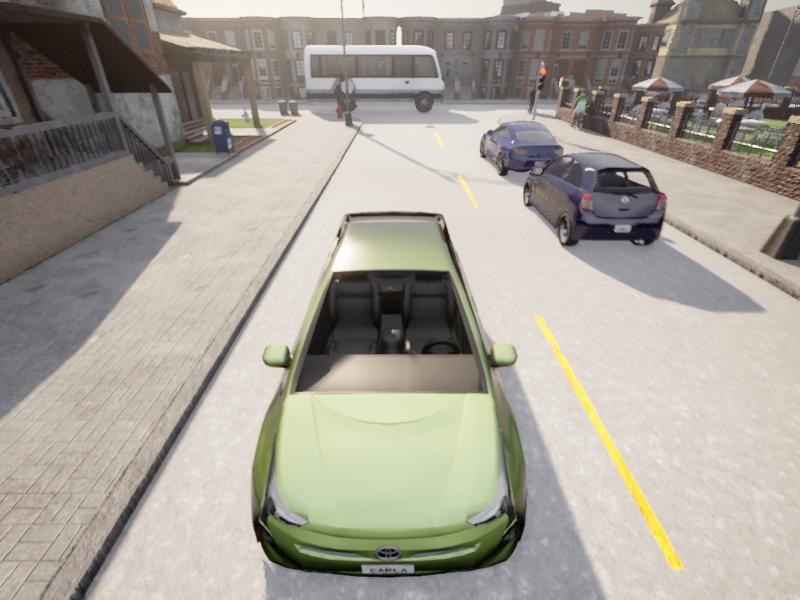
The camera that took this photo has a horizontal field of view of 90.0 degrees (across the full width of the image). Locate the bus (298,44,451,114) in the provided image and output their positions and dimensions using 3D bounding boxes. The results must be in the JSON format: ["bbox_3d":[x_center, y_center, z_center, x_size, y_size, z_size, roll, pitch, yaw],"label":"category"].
[{"bbox_3d":[-1.708,-16.351,29.661,10.273,4.253,3.944,0,30,0],"label":"bus"}]

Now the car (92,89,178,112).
[{"bbox_3d":[-19.880,-15.061,30.178,4.892,1.490,1.837,0,30,0],"label":"car"}]

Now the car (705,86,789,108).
[{"bbox_3d":[29.217,-17.212,33.831,5.008,1.535,1.882,0,30,0],"label":"car"}]

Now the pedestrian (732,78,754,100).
[{"bbox_3d":[33.262,-20.481,38.837,0.751,1.860,0.751,2,30,4],"label":"pedestrian"}]

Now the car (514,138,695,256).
[{"bbox_3d":[3.916,-2.375,8.519,1.845,1.501,3.633,0,30,0],"label":"car"}]

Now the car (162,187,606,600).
[{"bbox_3d":[-0.083,0.192,4.143,2.007,1.525,4.514,0,30,0],"label":"car"}]

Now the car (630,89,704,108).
[{"bbox_3d":[22.506,-17.080,33.841,4.718,1.301,1.895,0,30,0],"label":"car"}]

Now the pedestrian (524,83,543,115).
[{"bbox_3d":[8.865,-13.362,26.663,0.751,1.860,0.751,1,30,1],"label":"pedestrian"}]

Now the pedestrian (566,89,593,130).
[{"bbox_3d":[9.261,-9.865,20.700,0.751,1.860,0.751,1,30,2],"label":"pedestrian"}]

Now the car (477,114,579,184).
[{"bbox_3d":[4.003,-5.224,13.464,1.812,1.442,4.674,-1,30,-1],"label":"car"}]
